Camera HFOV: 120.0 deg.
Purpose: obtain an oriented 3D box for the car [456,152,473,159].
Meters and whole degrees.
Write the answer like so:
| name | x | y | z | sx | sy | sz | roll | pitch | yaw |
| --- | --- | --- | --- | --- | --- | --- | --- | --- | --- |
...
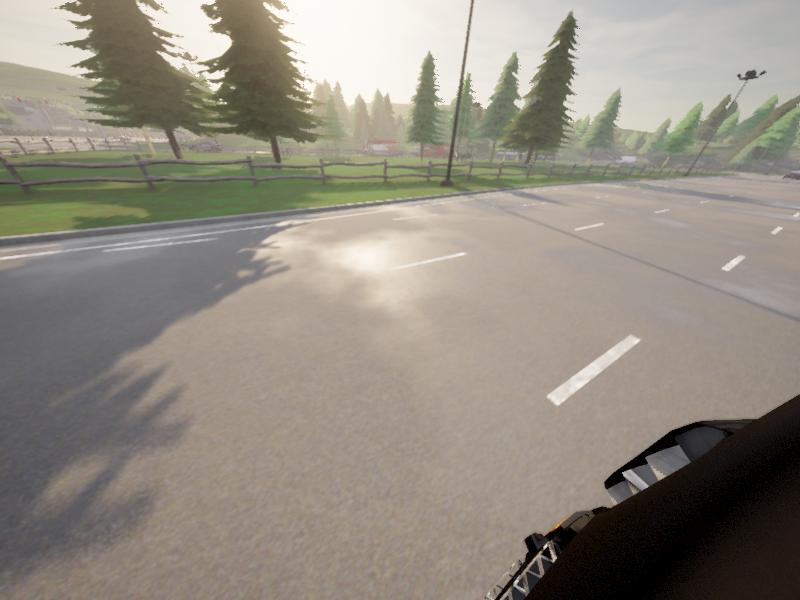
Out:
| name | x | y | z | sx | sy | sz | roll | pitch | yaw |
| --- | --- | --- | --- | --- | --- | --- | --- | --- | --- |
| car | 18.919 | -42.373 | 67.797 | 4.892 | 1.490 | 1.837 | -16 | 38 | -26 |

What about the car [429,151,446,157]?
| name | x | y | z | sx | sy | sz | roll | pitch | yaw |
| --- | --- | --- | --- | --- | --- | --- | --- | --- | --- |
| car | 11.479 | -44.706 | 70.807 | 4.514 | 1.525 | 2.007 | -16 | 38 | -26 |

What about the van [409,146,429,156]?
| name | x | y | z | sx | sy | sz | roll | pitch | yaw |
| --- | --- | --- | --- | --- | --- | --- | --- | --- | --- |
| van | 5.884 | -45.816 | 71.046 | 5.915 | 2.561 | 1.988 | -16 | 38 | -26 |

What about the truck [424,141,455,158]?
| name | x | y | z | sx | sy | sz | roll | pitch | yaw |
| --- | --- | --- | --- | --- | --- | --- | --- | --- | --- |
| truck | 11.288 | -43.399 | 66.673 | 8.468 | 3.827 | 2.891 | -16 | 38 | -26 |

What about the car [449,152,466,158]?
| name | x | y | z | sx | sy | sz | roll | pitch | yaw |
| --- | --- | --- | --- | --- | --- | --- | --- | --- | --- |
| car | 18.529 | -46.741 | 74.316 | 5.008 | 1.535 | 1.882 | -16 | 38 | -26 |

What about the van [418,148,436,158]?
| name | x | y | z | sx | sy | sz | roll | pitch | yaw |
| --- | --- | --- | --- | --- | --- | --- | --- | --- | --- |
| van | 7.239 | -39.257 | 61.805 | 4.442 | 1.987 | 1.775 | -16 | 38 | -26 |

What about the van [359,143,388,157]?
| name | x | y | z | sx | sy | sz | roll | pitch | yaw |
| --- | --- | --- | --- | --- | --- | --- | --- | --- | --- |
| van | -6.183 | -35.631 | 54.955 | 6.366 | 2.431 | 2.351 | -16 | 38 | -26 |

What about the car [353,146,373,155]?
| name | x | y | z | sx | sy | sz | roll | pitch | yaw |
| --- | --- | --- | --- | --- | --- | --- | --- | --- | --- |
| car | -9.574 | -38.869 | 60.162 | 4.553 | 1.767 | 2.097 | -16 | 38 | -26 |

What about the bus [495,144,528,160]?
| name | x | y | z | sx | sy | sz | roll | pitch | yaw |
| --- | --- | --- | --- | --- | --- | --- | --- | --- | --- |
| bus | 38.613 | -51.249 | 80.122 | 10.273 | 4.253 | 3.944 | -16 | 38 | -26 |

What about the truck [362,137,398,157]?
| name | x | y | z | sx | sy | sz | roll | pitch | yaw |
| --- | --- | --- | --- | --- | --- | --- | --- | --- | --- |
| truck | -5.012 | -38.774 | 58.505 | 8.468 | 3.827 | 2.891 | -16 | 38 | -26 |
